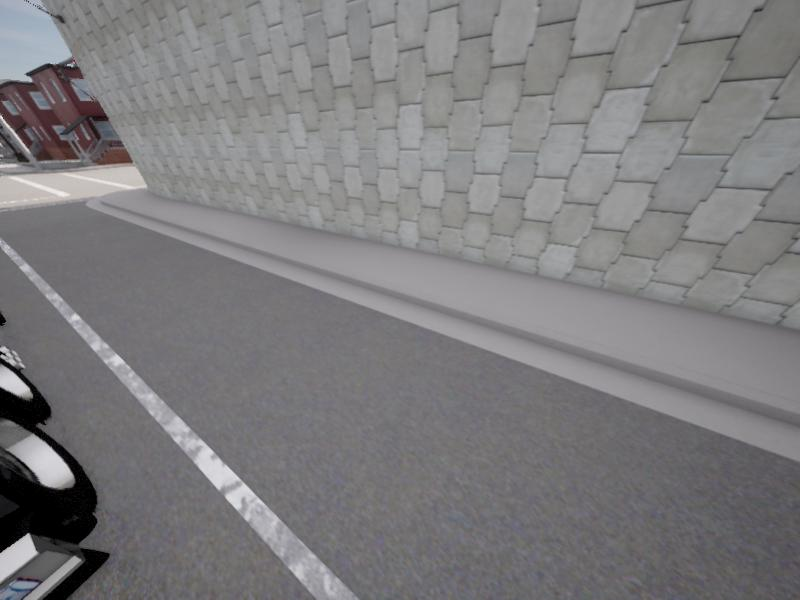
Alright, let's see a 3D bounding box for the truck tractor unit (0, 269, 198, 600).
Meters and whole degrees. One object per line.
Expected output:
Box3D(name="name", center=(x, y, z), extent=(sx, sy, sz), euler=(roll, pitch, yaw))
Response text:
Box3D(name="truck tractor unit", center=(-5.121, -0.290, 0.771), extent=(6.516, 4.208, 3.053), euler=(18, 39, 24))
